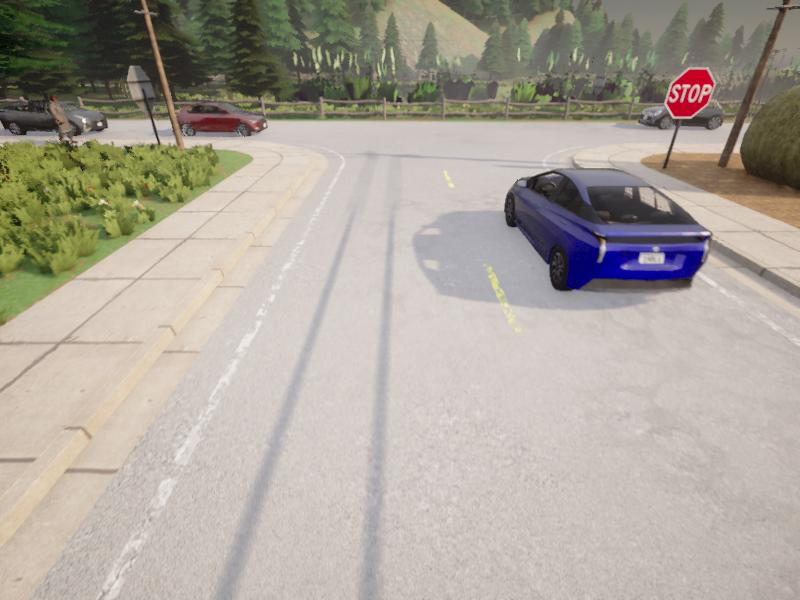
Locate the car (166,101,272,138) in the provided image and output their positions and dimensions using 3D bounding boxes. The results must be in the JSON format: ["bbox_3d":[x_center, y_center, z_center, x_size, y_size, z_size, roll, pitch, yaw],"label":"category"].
[{"bbox_3d":[-8.800,-8.952,19.766,4.193,1.474,1.816,1,30,3],"label":"car"}]

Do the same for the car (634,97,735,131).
[{"bbox_3d":[15.391,-10.187,21.874,3.806,1.475,1.970,1,30,2],"label":"car"}]

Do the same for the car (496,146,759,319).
[{"bbox_3d":[3.281,-1.540,7.116,2.007,1.525,4.514,0,30,0],"label":"car"}]

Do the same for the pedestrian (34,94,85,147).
[{"bbox_3d":[-13.634,-7.228,16.088,0.751,1.860,0.751,-6,31,-10],"label":"pedestrian"}]

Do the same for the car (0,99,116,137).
[{"bbox_3d":[-17.341,-9.137,20.030,4.514,1.525,2.007,1,30,2],"label":"car"}]
